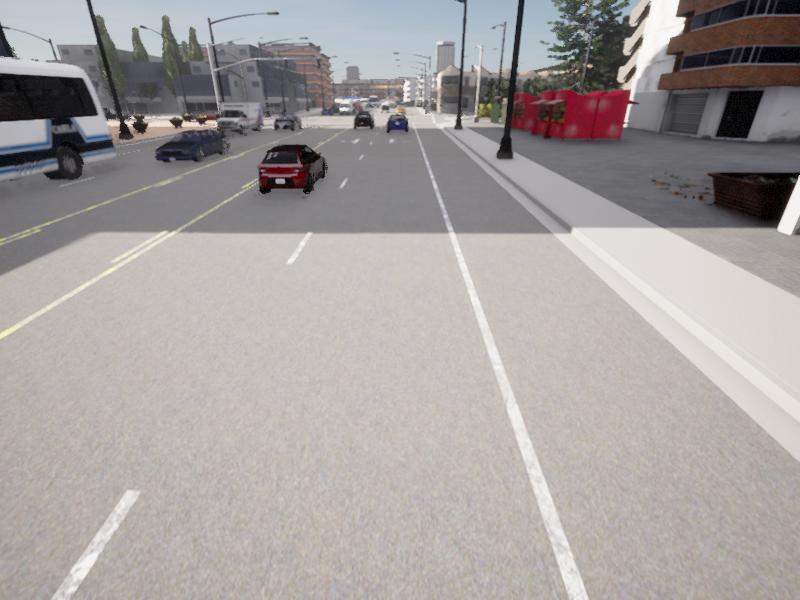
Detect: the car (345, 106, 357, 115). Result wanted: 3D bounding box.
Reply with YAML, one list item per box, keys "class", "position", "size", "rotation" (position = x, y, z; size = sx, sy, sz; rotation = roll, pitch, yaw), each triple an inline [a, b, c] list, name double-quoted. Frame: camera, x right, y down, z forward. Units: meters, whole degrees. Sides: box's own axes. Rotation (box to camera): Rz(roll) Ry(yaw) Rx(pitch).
- class: "car"
  position: [-10.191, -39.432, 83.226]
  size: [1.812, 1.442, 4.674]
  rotation: [1, 27, 1]

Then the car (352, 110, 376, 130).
- class: "car"
  position: [-3.663, -18.686, 41.464]
  size: [1.930, 1.638, 5.238]
  rotation: [0, 27, 0]

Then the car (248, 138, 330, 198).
- class: "car"
  position: [-3.915, -5.028, 14.886]
  size: [1.816, 1.474, 4.193]
  rotation: [0, 27, 0]

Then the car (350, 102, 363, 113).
- class: "car"
  position: [-10.142, -45.245, 93.772]
  size: [2.150, 2.045, 5.566]
  rotation: [1, 28, 1]

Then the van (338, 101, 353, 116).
- class: "van"
  position: [-10.324, -36.694, 76.576]
  size: [1.988, 2.561, 5.915]
  rotation: [0, 27, 0]

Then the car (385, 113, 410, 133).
- class: "car"
  position: [-0.201, -16.960, 38.229]
  size: [2.163, 1.488, 4.792]
  rotation: [0, 27, 0]

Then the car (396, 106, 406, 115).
- class: "car"
  position: [0.221, -39.563, 83.384]
  size: [1.882, 1.535, 5.008]
  rotation: [0, 27, 0]

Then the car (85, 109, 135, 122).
- class: "car"
  position: [-39.018, -24.866, 53.849]
  size: [5.008, 1.535, 1.882]
  rotation: [0, 26, 1]

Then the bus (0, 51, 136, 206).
- class: "bus"
  position: [-14.315, -5.662, 13.079]
  size: [3.944, 4.253, 10.273]
  rotation: [0, 27, 0]

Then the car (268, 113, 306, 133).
- class: "car"
  position: [-10.704, -17.003, 38.294]
  size: [2.128, 1.511, 4.902]
  rotation: [0, 27, 0]

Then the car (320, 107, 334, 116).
- class: "car"
  position: [-13.840, -35.905, 76.187]
  size: [1.816, 1.474, 4.193]
  rotation: [0, 26, 1]

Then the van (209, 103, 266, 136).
- class: "van"
  position: [-14.245, -16.187, 35.674]
  size: [2.351, 2.431, 6.366]
  rotation: [0, 27, 0]

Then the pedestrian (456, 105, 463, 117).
- class: "pedestrian"
  position: [9.474, -30.285, 64.086]
  size: [0.751, 1.860, 0.751]
  rotation: [-12, 29, -23]

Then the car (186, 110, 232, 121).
- class: "car"
  position: [-27.082, -26.269, 56.846]
  size: [5.357, 1.411, 2.033]
  rotation: [0, 26, 1]

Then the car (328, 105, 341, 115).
- class: "car"
  position: [-13.743, -40.144, 84.399]
  size: [1.930, 1.638, 5.238]
  rotation: [0, 27, 1]

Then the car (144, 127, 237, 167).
- class: "car"
  position: [-10.855, -8.267, 21.305]
  size: [2.033, 1.411, 5.357]
  rotation: [0, 27, 1]

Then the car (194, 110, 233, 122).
- class: "car"
  position: [-24.993, -24.688, 53.683]
  size: [4.181, 1.385, 1.994]
  rotation: [0, 26, 1]
